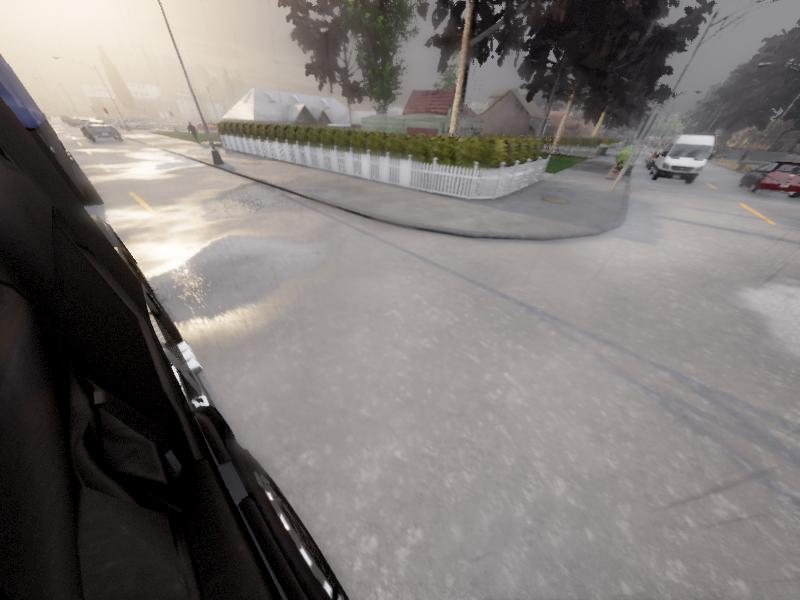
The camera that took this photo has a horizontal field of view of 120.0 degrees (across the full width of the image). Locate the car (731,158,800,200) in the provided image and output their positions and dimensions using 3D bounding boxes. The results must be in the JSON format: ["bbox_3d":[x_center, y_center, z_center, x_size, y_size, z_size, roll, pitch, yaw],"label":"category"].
[{"bbox_3d":[21.180,-6.927,13.027,1.845,1.501,3.633,28,44,30],"label":"car"}]

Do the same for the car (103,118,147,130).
[{"bbox_3d":[-49.012,-31.408,41.289,2.007,1.525,4.514,24,42,27],"label":"car"}]

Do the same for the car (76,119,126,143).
[{"bbox_3d":[-29.283,-16.562,22.598,5.027,1.651,2.152,28,44,30],"label":"car"}]

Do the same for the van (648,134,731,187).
[{"bbox_3d":[19.190,-9.672,15.739,1.988,2.561,5.915,28,44,30],"label":"van"}]

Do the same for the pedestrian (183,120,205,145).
[{"bbox_3d":[-19.285,-15.656,21.616,0.751,1.860,0.751,28,44,30],"label":"pedestrian"}]

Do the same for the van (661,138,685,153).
[{"bbox_3d":[61.329,-34.758,52.008,1.988,2.561,5.915,28,44,30],"label":"van"}]

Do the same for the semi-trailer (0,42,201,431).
[{"bbox_3d":[-8.698,-3.604,4.231,14.254,4.402,2.717,28,44,30],"label":"semi-trailer"}]

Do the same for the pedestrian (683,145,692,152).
[{"bbox_3d":[70.438,-37.058,56.532,0.751,1.300,0.751,24,42,26],"label":"pedestrian"}]

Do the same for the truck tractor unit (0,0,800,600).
[{"bbox_3d":[-2.645,-0.295,0.351,6.516,4.208,3.053,28,44,30],"label":"truck tractor unit"}]

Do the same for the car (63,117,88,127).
[{"bbox_3d":[-60.967,-33.435,43.365,4.181,1.385,1.994,27,43,28],"label":"car"}]

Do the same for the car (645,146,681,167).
[{"bbox_3d":[28.701,-15.802,25.354,1.801,1.575,5.366,28,44,30],"label":"car"}]

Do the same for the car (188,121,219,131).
[{"bbox_3d":[-41.522,-36.747,48.921,2.007,1.525,4.514,28,44,30],"label":"car"}]

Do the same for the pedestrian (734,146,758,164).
[{"bbox_3d":[43.894,-18.368,29.321,0.751,1.860,0.751,-29,47,-35],"label":"pedestrian"}]

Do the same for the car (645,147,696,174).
[{"bbox_3d":[24.096,-12.667,20.824,2.152,1.651,5.027,28,44,30],"label":"car"}]

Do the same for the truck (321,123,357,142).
[{"bbox_3d":[-8.600,-23.809,32.966,2.069,2.038,4.478,28,44,30],"label":"truck"}]

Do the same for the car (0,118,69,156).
[{"bbox_3d":[-23.548,-10.398,14.672,4.611,1.667,2.242,28,44,30],"label":"car"}]

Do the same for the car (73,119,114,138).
[{"bbox_3d":[-34.721,-19.426,26.159,4.974,1.542,2.038,28,44,30],"label":"car"}]

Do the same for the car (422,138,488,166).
[{"bbox_3d":[4.013,-11.241,17.391,4.181,1.381,1.994,28,44,30],"label":"car"}]
